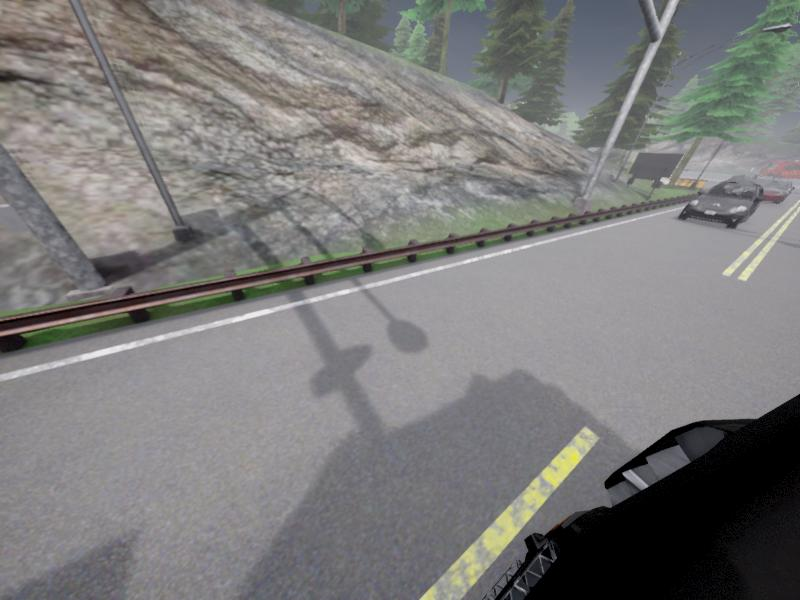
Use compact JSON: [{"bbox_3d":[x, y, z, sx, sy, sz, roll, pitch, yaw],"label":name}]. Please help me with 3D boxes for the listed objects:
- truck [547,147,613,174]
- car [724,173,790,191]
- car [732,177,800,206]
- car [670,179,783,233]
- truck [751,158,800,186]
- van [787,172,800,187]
[{"bbox_3d":[33.154,-26.101,43.109,2.891,3.827,8.468,-17,38,-28],"label":"truck"},{"bbox_3d":[47.261,-15.771,30.716,2.007,1.525,4.514,-17,38,-28],"label":"car"},{"bbox_3d":[27.707,-8.231,17.382,4.792,1.488,2.163,-17,38,-27],"label":"car"},{"bbox_3d":[14.329,-4.267,10.169,3.988,1.617,1.851,-17,38,-27],"label":"car"},{"bbox_3d":[69.251,-22.024,39.890,2.891,3.827,8.468,-17,38,-28],"label":"truck"},{"bbox_3d":[64.456,-18.346,35.604,1.775,1.987,4.442,-17,38,-28],"label":"van"}]
